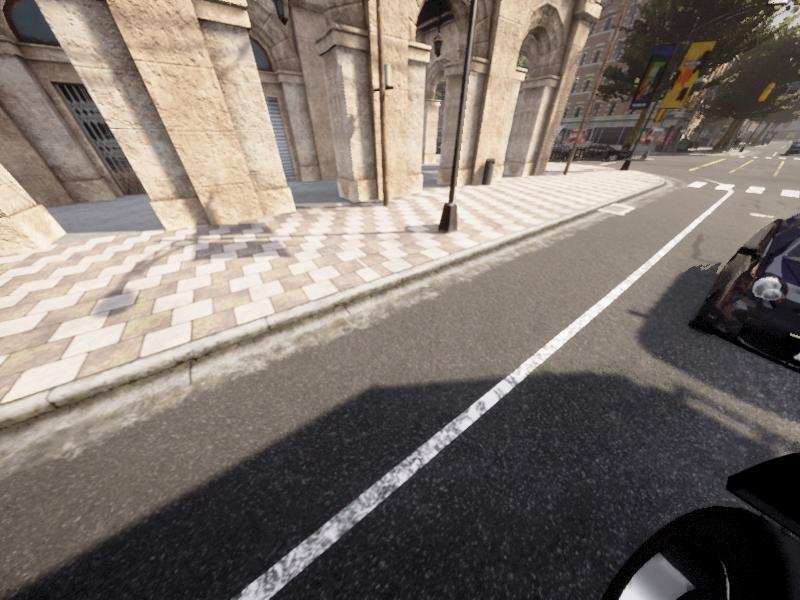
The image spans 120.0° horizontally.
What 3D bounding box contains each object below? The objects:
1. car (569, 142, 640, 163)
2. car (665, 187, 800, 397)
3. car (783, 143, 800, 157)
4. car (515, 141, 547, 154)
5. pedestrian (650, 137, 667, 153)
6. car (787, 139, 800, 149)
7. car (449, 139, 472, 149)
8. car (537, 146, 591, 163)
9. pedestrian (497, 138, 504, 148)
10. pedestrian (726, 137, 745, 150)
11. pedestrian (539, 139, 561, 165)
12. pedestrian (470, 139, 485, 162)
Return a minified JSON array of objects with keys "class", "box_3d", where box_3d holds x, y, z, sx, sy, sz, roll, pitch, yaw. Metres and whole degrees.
[{"class":"car","box_3d":[22.250,-16.305,25.432,1.930,1.638,5.238,-22,41,-28]},{"class":"car","box_3d":[5.596,-0.274,2.922,3.633,1.501,1.845,-23,41,-28]},{"class":"car","box_3d":[51.744,-19.382,29.779,4.181,1.385,1.994,-23,41,-28]},{"class":"car","box_3d":[21.336,-25.005,37.805,1.851,1.617,3.988,-22,41,-28]},{"class":"pedestrian","box_3d":[38.357,-23.020,34.333,0.751,1.860,0.751,-16,38,-21]},{"class":"car","box_3d":[83.582,-32.628,48.273,4.902,1.511,2.128,-23,41,-28]},{"class":"car","box_3d":[13.543,-34.939,51.720,1.932,1.855,4.605,-22,41,-28]},{"class":"car","box_3d":[17.964,-16.183,25.529,1.994,1.385,4.181,-22,41,-28]},{"class":"pedestrian","box_3d":[22.882,-35.865,52.668,0.751,1.860,0.751,-24,42,-30]},{"class":"pedestrian","box_3d":[55.959,-26.055,38.500,0.751,1.860,0.751,2,35,4]},{"class":"pedestrian","box_3d":[13.064,-12.897,20.174,0.751,1.860,0.751,-12,37,-15]},{"class":"pedestrian","box_3d":[7.731,-14.879,23.026,0.751,1.860,0.751,-24,42,-30]}]
